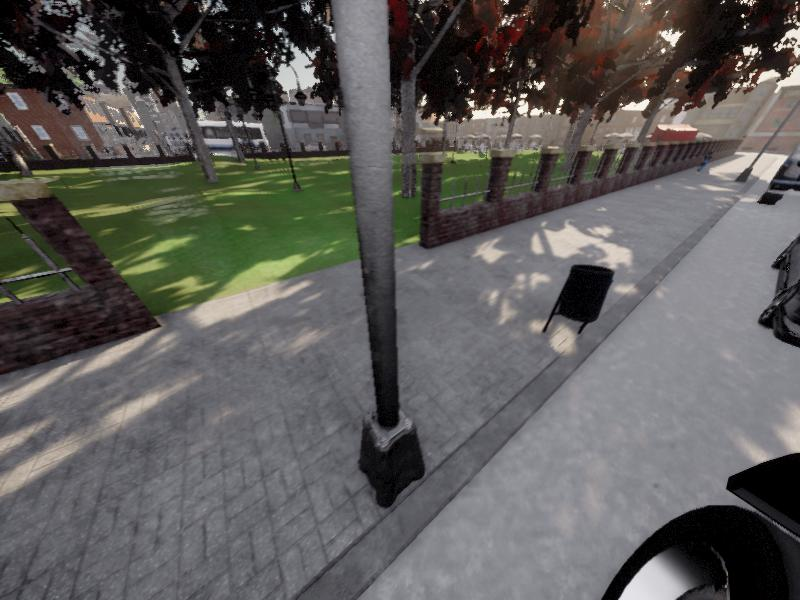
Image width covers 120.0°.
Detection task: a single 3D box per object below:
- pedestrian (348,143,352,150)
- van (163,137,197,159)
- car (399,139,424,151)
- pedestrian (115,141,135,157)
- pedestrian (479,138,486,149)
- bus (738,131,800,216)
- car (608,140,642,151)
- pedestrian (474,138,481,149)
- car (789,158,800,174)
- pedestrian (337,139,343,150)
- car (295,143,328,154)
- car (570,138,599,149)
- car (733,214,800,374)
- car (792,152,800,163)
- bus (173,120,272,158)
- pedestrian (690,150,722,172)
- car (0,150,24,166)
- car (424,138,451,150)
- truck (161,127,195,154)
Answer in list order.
[{"bbox_3d":[-10.067,-31.057,46.818,0.500,1.100,0.500,-25,42,-31],"label":"pedestrian"},{"bbox_3d":[-31.665,-21.939,33.136,2.351,2.431,6.366,-27,43,-33],"label":"van"},{"bbox_3d":[2.316,-30.594,45.614,4.605,1.855,1.932,-23,41,-28],"label":"car"},{"bbox_3d":[-38.416,-21.124,32.291,0.751,1.860,0.751,-12,37,-16],"label":"pedestrian"},{"bbox_3d":[17.584,-33.234,49.013,0.751,1.860,0.751,-22,40,-27],"label":"pedestrian"},{"bbox_3d":[18.159,-6.040,8.636,10.273,4.253,3.944,-22,41,-28],"label":"bus"},{"bbox_3d":[43.313,-29.790,44.565,1.851,1.617,3.988,-22,41,-28],"label":"car"},{"bbox_3d":[16.189,-32.837,48.461,0.751,1.860,0.751,-26,42,-31],"label":"pedestrian"},{"bbox_3d":[29.707,-9.939,16.118,3.866,1.878,1.905,-22,41,-28],"label":"car"},{"bbox_3d":[-11.887,-30.853,45.885,0.751,1.860,0.751,-4,35,-6],"label":"pedestrian"},{"bbox_3d":[-15.148,-26.069,39.715,4.674,1.442,1.812,-22,41,-28],"label":"car"},{"bbox_3d":[39.177,-33.308,49.160,1.905,1.878,3.866,-22,41,-28],"label":"car"},{"bbox_3d":[7.114,-0.381,3.180,5.357,1.411,2.033,-22,41,-28],"label":"car"},{"bbox_3d":[40.927,-14.438,22.621,5.238,1.638,1.930,-22,41,-28],"label":"car"},{"bbox_3d":[-25.207,-23.635,34.074,10.273,4.253,3.944,-13,39,-19],"label":"bus"},{"bbox_3d":[21.580,-9.818,16.298,0.751,1.300,0.751,-22,41,-28],"label":"pedestrian"},{"bbox_3d":[-42.936,-14.316,23.405,4.718,1.301,1.895,-20,40,-26],"label":"car"},{"bbox_3d":[7.901,-32.833,48.596,5.566,2.045,2.150,-24,42,-30],"label":"car"},{"bbox_3d":[-41.560,-30.059,43.511,2.891,3.827,8.468,-22,41,-28],"label":"truck"}]
